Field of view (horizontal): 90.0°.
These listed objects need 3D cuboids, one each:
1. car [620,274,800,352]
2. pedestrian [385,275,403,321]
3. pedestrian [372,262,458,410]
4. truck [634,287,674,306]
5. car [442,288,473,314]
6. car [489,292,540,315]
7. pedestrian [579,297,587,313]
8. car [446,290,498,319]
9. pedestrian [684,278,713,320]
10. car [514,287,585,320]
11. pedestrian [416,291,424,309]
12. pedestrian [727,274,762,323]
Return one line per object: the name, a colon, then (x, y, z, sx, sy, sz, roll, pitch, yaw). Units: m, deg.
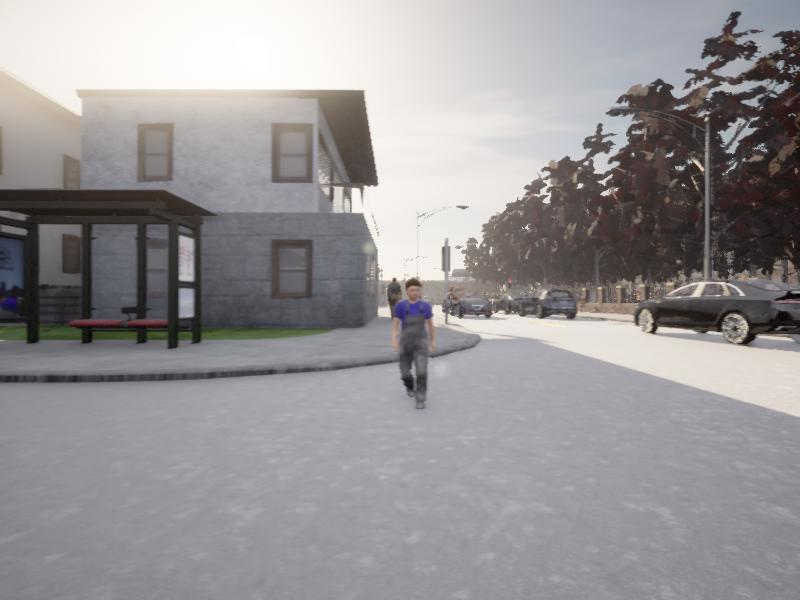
car: (8.145, 0.244, 10.225, 2.128, 1.511, 4.902, 0, 0, -4)
pedestrian: (-0.258, -0.076, 16.641, 0.751, 1.860, 0.751, 0, 0, -1)
pedestrian: (0.141, 0.317, 3.893, 0.751, 1.300, 0.751, 0, 0, 2)
truck: (53.074, -0.650, 83.846, 2.891, 3.827, 8.468, 0, 0, 0)
car: (4.359, 0.056, 30.996, 1.932, 1.855, 4.605, 0, 0, 3)
car: (8.305, 0.244, 29.545, 2.128, 1.511, 4.902, 0, 0, -3)
pedestrian: (12.900, 0.326, 28.205, 0.500, 1.100, 0.500, 0, 0, 17)
car: (4.086, 0.240, 23.548, 2.128, 1.511, 4.902, 0, 0, 0)
pedestrian: (13.476, -0.053, 18.058, 0.751, 1.860, 0.751, 0, 0, -1)
car: (8.274, 0.185, 22.688, 2.033, 1.649, 4.856, 0, 0, -2)
pedestrian: (2.091, 0.039, 42.066, 0.751, 1.860, 0.751, 0, 0, 7)
pedestrian: (13.455, -0.053, 15.639, 0.751, 1.860, 0.751, 0, 0, 3)
